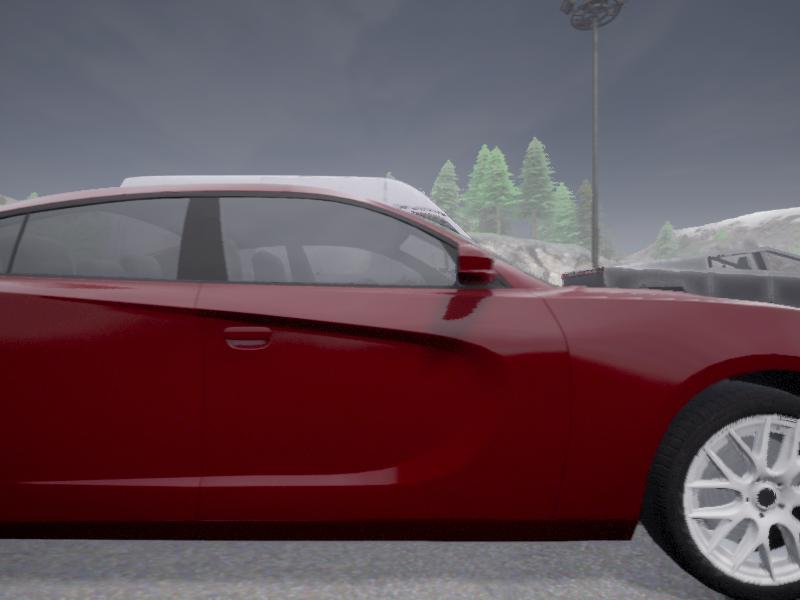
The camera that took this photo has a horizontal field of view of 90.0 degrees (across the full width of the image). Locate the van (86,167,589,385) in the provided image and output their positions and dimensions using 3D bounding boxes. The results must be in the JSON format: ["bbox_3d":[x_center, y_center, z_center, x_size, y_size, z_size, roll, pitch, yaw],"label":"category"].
[{"bbox_3d":[-0.734,-0.278,5.697,5.915,2.561,1.988,0,0,0],"label":"van"}]

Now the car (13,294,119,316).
[{"bbox_3d":[-22.143,0.294,26.702,5.357,1.411,2.033,0,0,0],"label":"car"}]

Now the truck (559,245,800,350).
[{"bbox_3d":[7.276,-0.058,9.200,6.274,2.098,2.390,0,0,0],"label":"truck"}]

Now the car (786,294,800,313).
[{"bbox_3d":[32.136,0.255,30.197,4.193,1.474,1.816,0,0,0],"label":"car"}]

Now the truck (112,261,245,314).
[{"bbox_3d":[-16.489,-0.921,30.203,8.468,3.827,2.891,0,0,0],"label":"truck"}]

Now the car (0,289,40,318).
[{"bbox_3d":[-23.739,0.188,23.203,3.988,1.617,1.851,0,0,0],"label":"car"}]

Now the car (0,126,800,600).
[{"bbox_3d":[-0.442,0.223,2.191,5.008,1.535,1.882,0,0,0],"label":"car"}]
